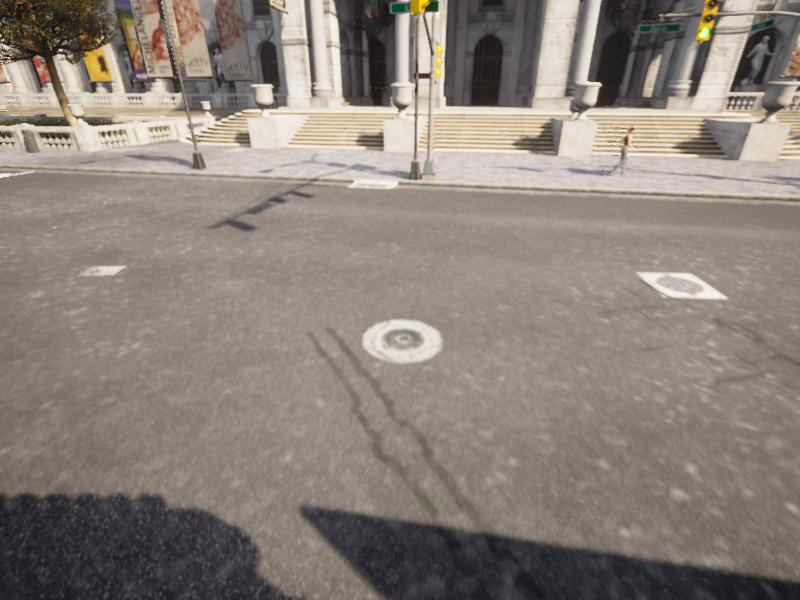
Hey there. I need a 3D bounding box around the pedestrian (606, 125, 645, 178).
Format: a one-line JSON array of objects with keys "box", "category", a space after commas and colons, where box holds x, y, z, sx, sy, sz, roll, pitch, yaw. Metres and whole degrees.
[{"box": [8.768, -5.800, 15.610, 0.751, 1.860, 0.751, 5, 28, 10], "category": "pedestrian"}]
